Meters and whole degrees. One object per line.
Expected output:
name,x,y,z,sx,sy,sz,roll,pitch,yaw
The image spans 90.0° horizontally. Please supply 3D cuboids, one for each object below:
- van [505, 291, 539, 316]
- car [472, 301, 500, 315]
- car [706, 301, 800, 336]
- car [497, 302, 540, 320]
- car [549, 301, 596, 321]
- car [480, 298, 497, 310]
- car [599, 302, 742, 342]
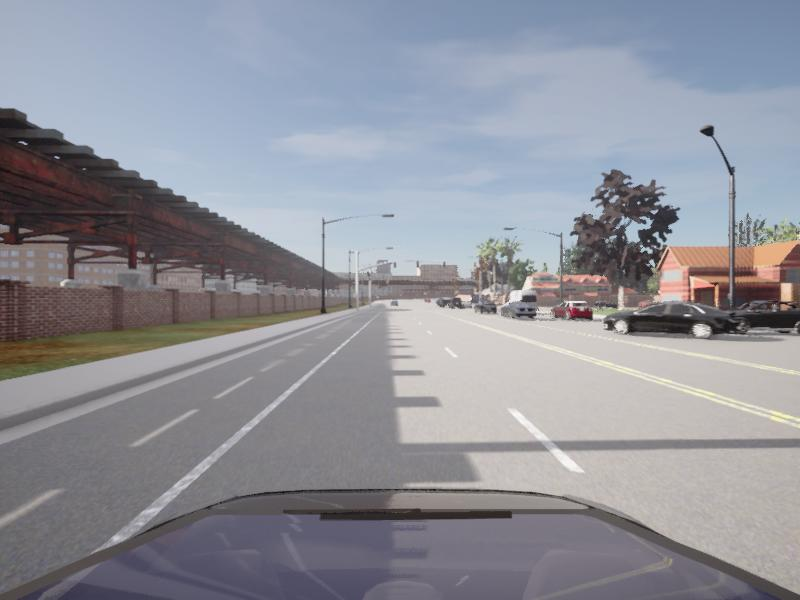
van,13.350,0.318,44.199,1.988,2.561,5.915,0,0,0
car,9.833,0.830,46.131,2.128,1.511,4.902,0,0,-1
car,16.791,0.813,18.546,3.705,1.549,1.789,0,0,14
car,9.955,0.891,34.050,2.033,1.411,5.357,0,0,0
car,13.566,0.849,31.717,1.970,1.475,3.806,0,0,-1
car,14.120,0.637,63.664,1.932,1.855,4.605,-2,0,21
car,11.622,0.843,17.471,4.892,1.490,1.837,0,1,45
